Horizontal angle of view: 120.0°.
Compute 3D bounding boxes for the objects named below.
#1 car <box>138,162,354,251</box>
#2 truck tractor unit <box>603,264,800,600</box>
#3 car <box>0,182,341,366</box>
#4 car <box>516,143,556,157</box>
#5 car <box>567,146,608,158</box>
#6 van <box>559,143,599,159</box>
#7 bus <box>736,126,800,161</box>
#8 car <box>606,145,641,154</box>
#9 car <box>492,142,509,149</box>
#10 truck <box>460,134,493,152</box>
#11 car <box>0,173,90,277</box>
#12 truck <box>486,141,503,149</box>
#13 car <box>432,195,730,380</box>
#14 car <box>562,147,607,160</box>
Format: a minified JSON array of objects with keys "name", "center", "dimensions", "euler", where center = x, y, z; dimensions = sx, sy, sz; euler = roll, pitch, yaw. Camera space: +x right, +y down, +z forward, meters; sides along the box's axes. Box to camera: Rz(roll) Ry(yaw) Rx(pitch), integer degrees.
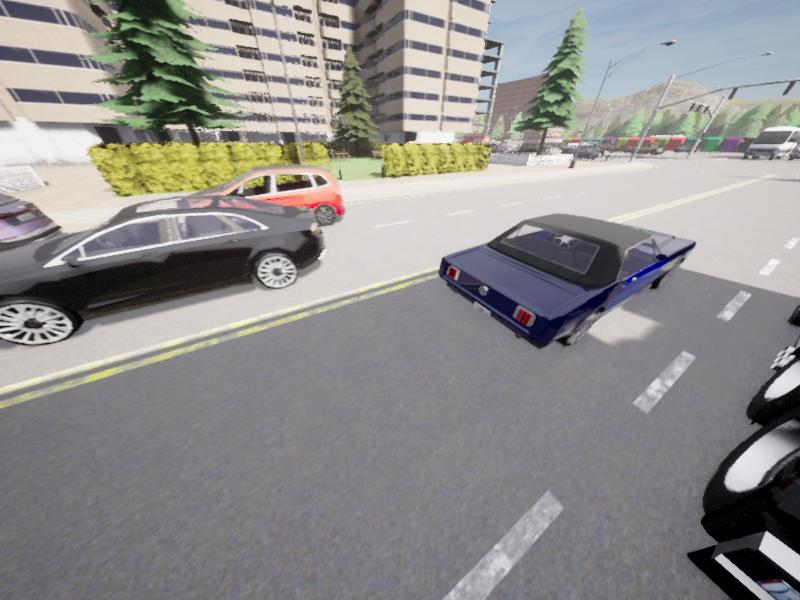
[{"name":"car","center":[-4.103,-3.139,7.108],"dimensions":[4.611,1.667,2.242],"euler":[-18,39,-25]},{"name":"truck tractor unit","center":[5.113,-0.295,0.801],"dimensions":[6.516,4.208,3.053],"euler":[-18,38,-24]},{"name":"car","center":[-3.828,-0.867,3.958],"dimensions":[4.902,1.511,2.128],"euler":[-18,39,-24]},{"name":"car","center":[24.489,-27.222,41.880],"dimensions":[2.150,2.045,5.566],"euler":[-18,39,-25]},{"name":"car","center":[33.198,-26.393,41.099],"dimensions":[1.930,1.638,5.238],"euler":[-18,39,-24]},{"name":"van","center":[30.354,-25.421,39.319],"dimensions":[2.069,2.038,4.480],"euler":[-18,39,-25]},{"name":"bus","center":[60.127,-25.002,36.968],"dimensions":[10.273,4.253,3.944],"euler":[-17,38,-24]},{"name":"car","center":[51.395,-34.815,53.366],"dimensions":[2.033,1.415,5.357],"euler":[-18,39,-24]},{"name":"car","center":[32.752,-50.325,75.295],"dimensions":[1.932,1.855,4.605],"euler":[-18,39,-24]},{"name":"truck","center":[20.831,-43.438,63.783],"dimensions":[2.891,3.827,8.468],"euler":[-18,39,-25]},{"name":"car","center":[-10.196,-1.145,4.212],"dimensions":[4.856,1.649,2.033],"euler":[-18,39,-24]},{"name":"truck","center":[30.279,-49.556,73.997],"dimensions":[2.069,2.038,4.478],"euler":[-18,39,-24]},{"name":"car","center":[3.078,-0.722,3.987],"dimensions":[4.718,1.301,1.895],"euler":[-18,39,-24]},{"name":"car","center":[28.672,-22.892,36.108],"dimensions":[2.128,1.511,4.902],"euler":[-18,39,-25]}]
